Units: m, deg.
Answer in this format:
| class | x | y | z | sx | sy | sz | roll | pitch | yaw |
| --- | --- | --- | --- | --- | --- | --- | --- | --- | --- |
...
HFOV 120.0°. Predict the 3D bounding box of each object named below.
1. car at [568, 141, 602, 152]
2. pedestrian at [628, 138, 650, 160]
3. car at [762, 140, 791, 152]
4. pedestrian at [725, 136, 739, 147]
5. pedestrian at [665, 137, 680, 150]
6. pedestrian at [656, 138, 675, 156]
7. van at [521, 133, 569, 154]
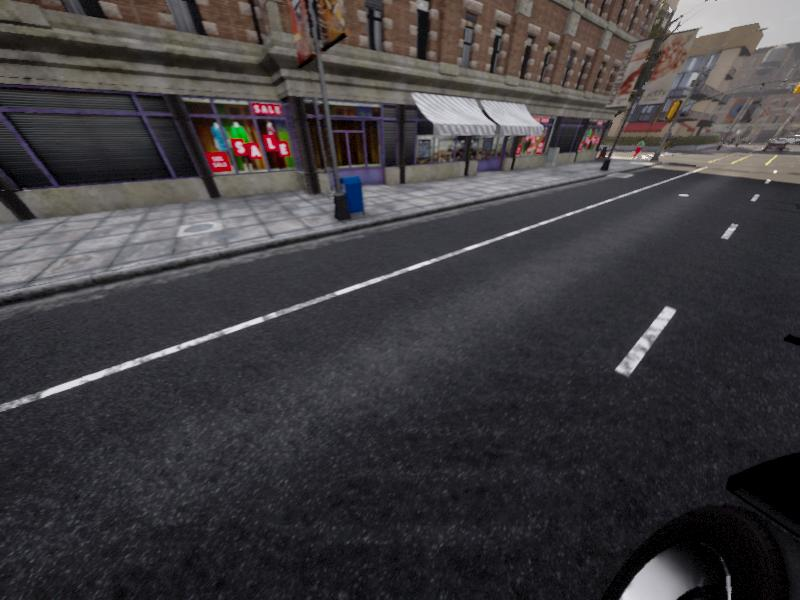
| class | x | y | z | sx | sy | sz | roll | pitch | yaw |
| --- | --- | --- | --- | --- | --- | --- | --- | --- | --- |
| car | 30.921 | -25.781 | 38.740 | 1.789 | 1.549 | 3.705 | -23 | 41 | -28 |
| pedestrian | 24.659 | -15.631 | 23.863 | 0.751 | 1.860 | 0.751 | -24 | 42 | -30 |
| car | 60.636 | -24.839 | 37.210 | 4.674 | 1.442 | 1.812 | -22 | 41 | -28 |
| pedestrian | 68.811 | -32.870 | 47.829 | 0.751 | 1.860 | 0.751 | -18 | 39 | -23 |
| pedestrian | 44.796 | -25.749 | 37.986 | 0.751 | 1.860 | 0.751 | 20 | 40 | 26 |
| pedestrian | 34.899 | -20.116 | 30.375 | 0.751 | 1.860 | 0.751 | -19 | 39 | -24 |
| van | 23.257 | -25.383 | 37.399 | 1.988 | 2.561 | 5.915 | -23 | 41 | -29 |
